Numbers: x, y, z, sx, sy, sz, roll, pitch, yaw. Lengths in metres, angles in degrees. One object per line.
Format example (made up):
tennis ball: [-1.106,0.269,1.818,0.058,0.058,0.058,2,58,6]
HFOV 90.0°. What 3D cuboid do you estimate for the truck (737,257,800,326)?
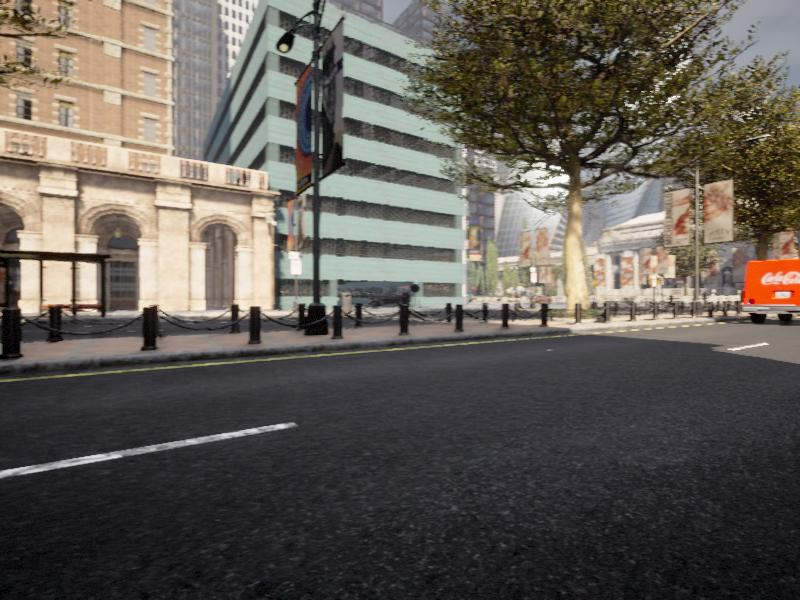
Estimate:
truck: [16.178,-0.300,16.029,5.204,2.467,2.627,0,0,-33]

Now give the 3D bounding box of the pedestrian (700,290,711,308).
pedestrian: [32.169,-0.100,42.124,0.751,1.860,0.751,0,0,-32]

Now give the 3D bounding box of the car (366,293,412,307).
car: [-1.285,-0.036,46.346,4.902,1.511,2.128,0,0,-33]

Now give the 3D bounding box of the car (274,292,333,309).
car: [-8.837,0.035,36.637,4.786,1.482,2.161,0,0,-33]
